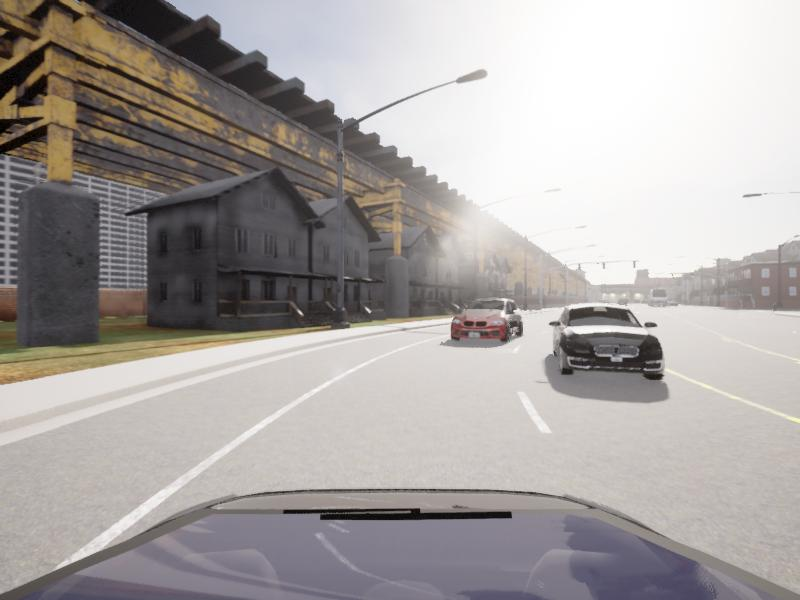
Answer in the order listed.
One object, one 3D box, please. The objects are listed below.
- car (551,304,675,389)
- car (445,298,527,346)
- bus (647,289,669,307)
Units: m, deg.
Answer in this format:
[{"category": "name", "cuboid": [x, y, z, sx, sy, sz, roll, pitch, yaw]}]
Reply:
[{"category": "car", "cuboid": [4.754, 0.849, 9.677, 1.837, 1.490, 4.892, 0, 0, 18]}, {"category": "car", "cuboid": [3.723, 0.759, 16.553, 2.242, 1.667, 4.611, 0, 0, 27]}, {"category": "bus", "cuboid": [62.415, -0.502, 96.937, 3.944, 4.253, 10.273, 0, 0, 30]}]
